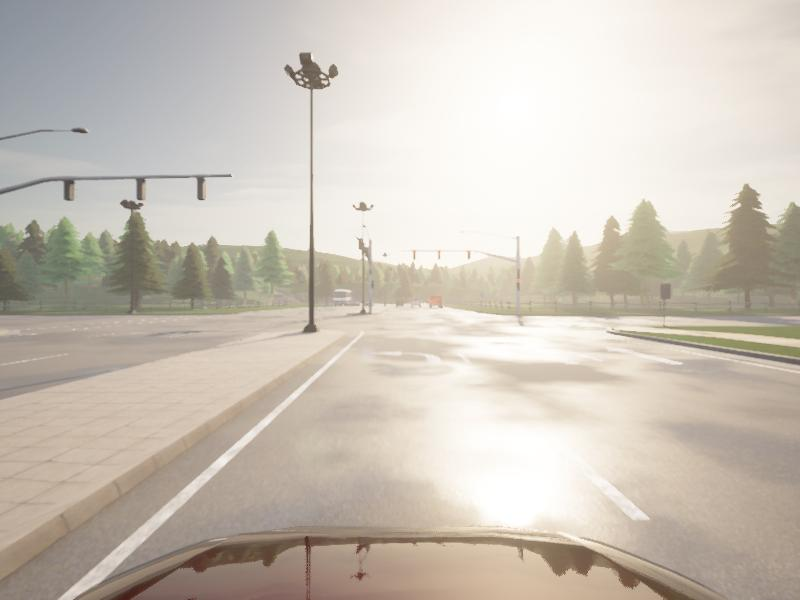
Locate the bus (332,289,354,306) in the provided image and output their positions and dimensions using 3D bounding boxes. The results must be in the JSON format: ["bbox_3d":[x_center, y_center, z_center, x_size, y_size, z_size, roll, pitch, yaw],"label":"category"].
[{"bbox_3d":[-14.509,-0.581,102.352,3.944,4.253,10.273,0,0,1],"label":"bus"}]

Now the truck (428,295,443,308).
[{"bbox_3d":[6.948,0.322,79.236,2.627,2.467,5.204,0,0,0],"label":"truck"}]

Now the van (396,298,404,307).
[{"bbox_3d":[0.043,0.561,88.686,1.775,1.987,4.442,0,0,1],"label":"van"}]
